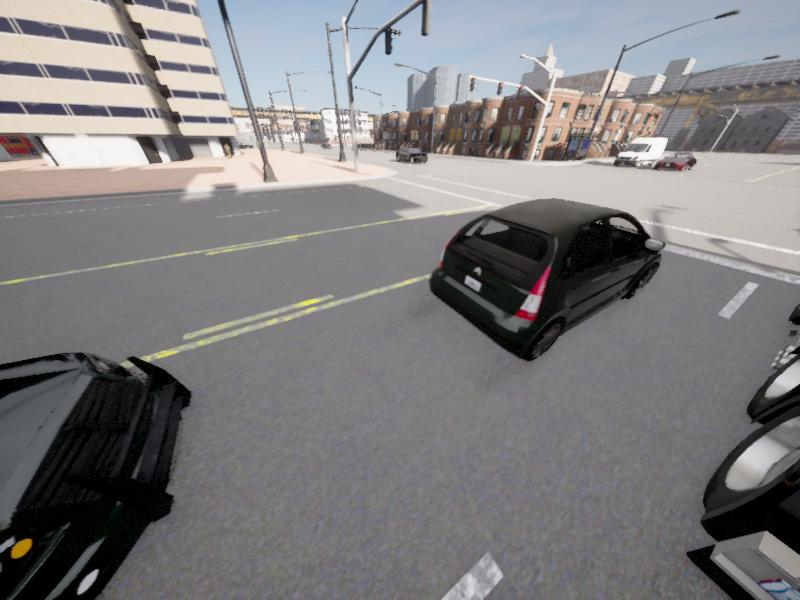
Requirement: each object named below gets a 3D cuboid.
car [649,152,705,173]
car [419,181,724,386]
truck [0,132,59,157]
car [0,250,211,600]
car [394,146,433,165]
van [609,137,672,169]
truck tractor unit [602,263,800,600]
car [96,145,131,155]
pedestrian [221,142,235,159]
[{"bbox_3d":[25.566,-12.712,21.307,4.181,1.385,1.994,-18,39,-25],"label":"car"},{"bbox_3d":[2.521,-0.711,3.646,3.988,1.617,1.851,-18,39,-25],"label":"car"},{"bbox_3d":[-75.280,-30.351,45.116,8.468,3.827,2.891,-20,40,-25],"label":"truck"},{"bbox_3d":[-3.900,1.431,0.578,4.974,1.542,2.038,-18,39,-25],"label":"car"},{"bbox_3d":[1.409,-17.069,27.124,1.930,1.638,5.238,-18,39,-25],"label":"car"},{"bbox_3d":[25.087,-15.364,24.092,5.915,2.561,1.988,-18,39,-24],"label":"van"},{"bbox_3d":[5.110,-0.300,0.792,6.516,4.208,3.053,-18,39,-24],"label":"truck tractor unit"},{"bbox_3d":[-61.144,-32.144,49.469,4.193,1.474,1.816,-20,40,-25],"label":"car"},{"bbox_3d":[-22.807,-19.830,30.653,0.751,1.860,0.751,-8,36,-12],"label":"pedestrian"}]
